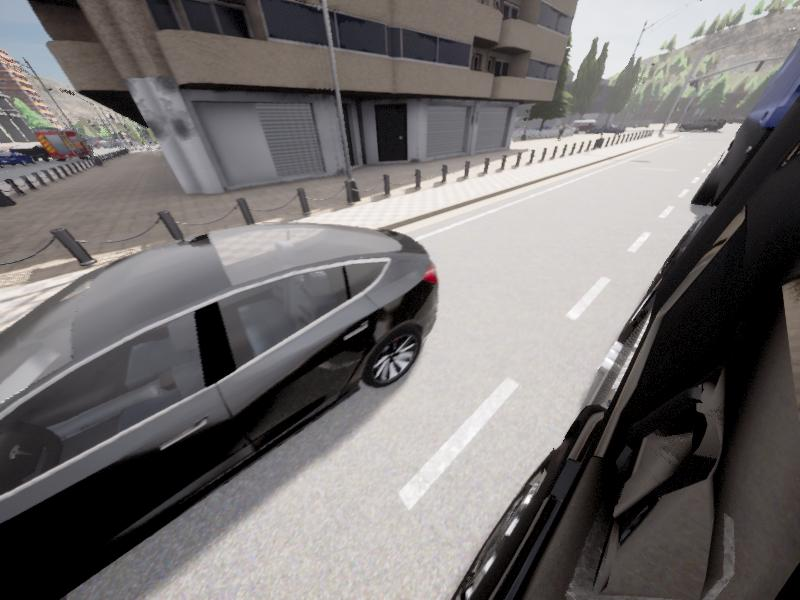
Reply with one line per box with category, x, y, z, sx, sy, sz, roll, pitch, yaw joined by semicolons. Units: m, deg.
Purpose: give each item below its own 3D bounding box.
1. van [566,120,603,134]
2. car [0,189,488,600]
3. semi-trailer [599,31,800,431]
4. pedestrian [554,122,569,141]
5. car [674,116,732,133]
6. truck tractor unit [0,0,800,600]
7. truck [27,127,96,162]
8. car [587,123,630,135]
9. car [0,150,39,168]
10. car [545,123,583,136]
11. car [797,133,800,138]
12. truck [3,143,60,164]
van;33.856;-31.843;42.572;2.069;2.038;4.480;-28;44;-30
car;-1.750;0.428;1.926;4.792;1.488;2.163;-28;43;-30
semi-trailer;8.643;-3.634;4.293;14.254;4.402;2.717;-29;44;-30
pedestrian;19.415;-20.280;27.788;0.751;1.860;0.751;27;46;33
car;44.963;-26.203;34.496;1.932;1.855;4.605;-12;38;-13
truck tractor unit;2.645;-0.295;0.351;6.516;4.208;3.053;-28;44;-30
truck;-49.301;-23.038;34.135;2.891;3.827;8.468;-28;43;-30
car;34.169;-28.078;38.009;1.812;1.442;4.674;-27;43;-29
car;-46.723;-17.076;27.910;1.882;1.535;5.008;-28;43;-30
car;29.860;-31.174;42.263;2.152;1.651;5.027;-28;44;-30
car;40.462;-16.400;21.840;5.027;1.651;2.152;-28;43;-30
truck;-51.694;-20.760;32.671;2.390;2.098;6.274;-28;44;-30
